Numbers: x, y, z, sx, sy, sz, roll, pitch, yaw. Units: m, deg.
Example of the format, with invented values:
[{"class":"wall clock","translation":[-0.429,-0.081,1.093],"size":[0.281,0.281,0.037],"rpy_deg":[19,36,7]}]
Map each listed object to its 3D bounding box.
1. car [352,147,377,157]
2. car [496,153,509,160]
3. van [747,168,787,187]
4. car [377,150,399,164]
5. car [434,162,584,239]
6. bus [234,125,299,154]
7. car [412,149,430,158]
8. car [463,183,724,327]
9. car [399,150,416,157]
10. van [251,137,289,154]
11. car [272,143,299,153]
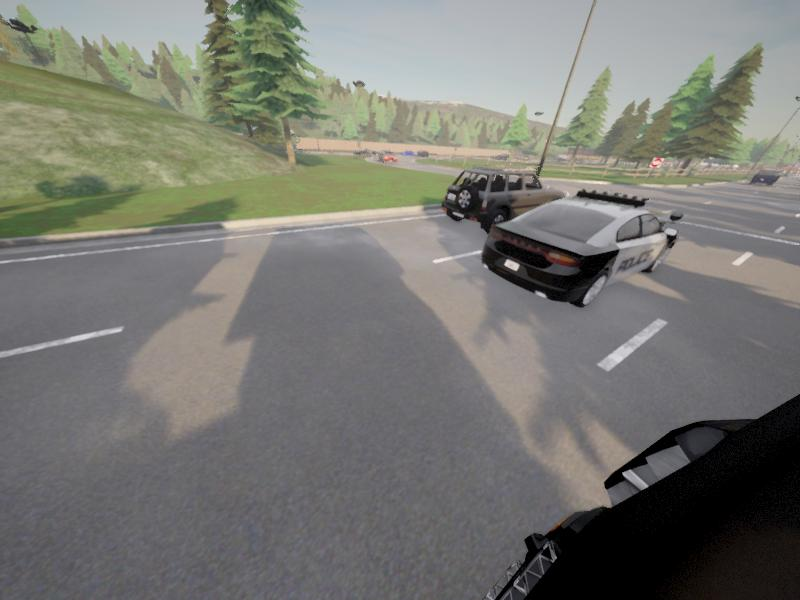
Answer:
[{"class":"car","translation":[-8.274,-34.492,53.860],"size":[5.238,1.638,1.930],"rpy_deg":[-16,38,-26]},{"class":"car","translation":[37.127,-52.010,83.771],"size":[3.866,1.878,1.905],"rpy_deg":[-16,38,-26]},{"class":"van","translation":[50.071,-16.754,31.521],"size":[4.442,1.987,1.775],"rpy_deg":[-16,38,-26]},{"class":"car","translation":[-1.966,-22.452,36.179],"size":[2.242,1.667,4.611],"rpy_deg":[-7,35,-15]},{"class":"car","translation":[3.714,-3.603,8.012],"size":[4.605,1.855,1.932],"rpy_deg":[-16,38,-26]},{"class":"bus","translation":[-26.822,-32.435,46.884],"size":[10.273,4.253,3.944],"rpy_deg":[-16,38,-26]},{"class":"car","translation":[5.862,-40.857,64.400],"size":[4.605,1.855,1.932],"rpy_deg":[-16,38,-26]},{"class":"car","translation":[4.134,-1.390,4.923],"size":[5.238,1.638,1.930],"rpy_deg":[-16,38,-26]},{"class":"car","translation":[2.278,-44.139,69.443],"size":[4.514,1.525,2.007],"rpy_deg":[-16,38,-26]},{"class":"van","translation":[-25.194,-30.039,44.954],"size":[5.915,2.561,1.988],"rpy_deg":[-16,38,-26]},{"class":"car","translation":[-25.608,-34.015,51.751],"size":[5.027,1.651,2.152],"rpy_deg":[-16,38,-26]}]
